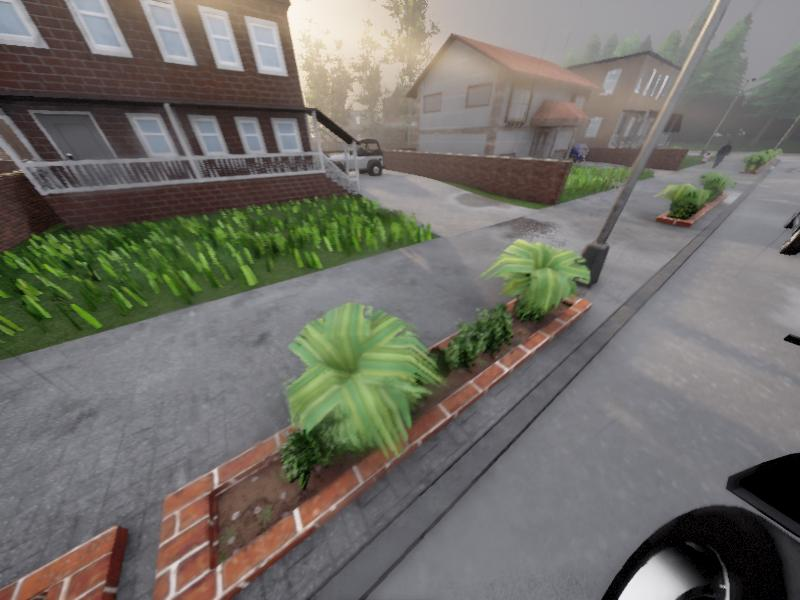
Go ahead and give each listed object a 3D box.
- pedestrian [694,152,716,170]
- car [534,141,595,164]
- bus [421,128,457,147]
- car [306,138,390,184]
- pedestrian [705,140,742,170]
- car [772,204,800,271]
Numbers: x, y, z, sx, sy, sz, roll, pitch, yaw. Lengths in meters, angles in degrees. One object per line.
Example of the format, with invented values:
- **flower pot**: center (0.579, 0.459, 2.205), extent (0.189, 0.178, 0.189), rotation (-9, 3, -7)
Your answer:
- **pedestrian**: center (23.054, -10.525, 17.459), extent (0.500, 1.100, 0.500), rotation (-22, 41, -28)
- **car**: center (14.122, -12.859, 20.085), extent (1.845, 1.501, 3.633), rotation (-22, 41, -28)
- **bus**: center (11.162, -47.778, 67.843), extent (3.944, 4.253, 10.273), rotation (-22, 41, -28)
- **car**: center (-2.696, -7.727, 12.671), extent (3.866, 1.878, 1.905), rotation (-22, 41, -28)
- **pedestrian**: center (23.834, -10.726, 17.079), extent (0.751, 1.860, 0.751), rotation (29, 45, 35)
- **car**: center (10.638, -1.856, 5.028), extent (5.238, 1.638, 1.930), rotation (-22, 41, -28)
